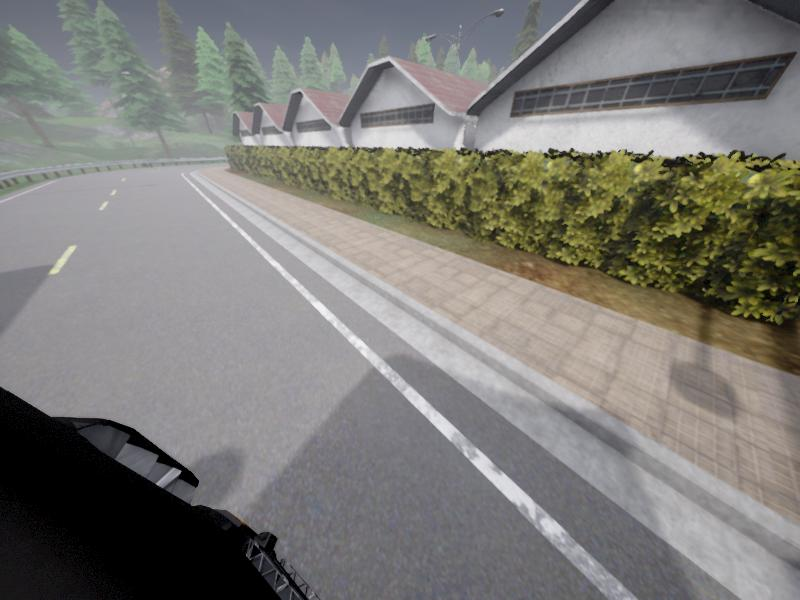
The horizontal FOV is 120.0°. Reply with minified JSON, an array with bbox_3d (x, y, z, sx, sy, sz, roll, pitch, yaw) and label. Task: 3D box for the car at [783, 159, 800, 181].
[{"bbox_3d":[31.049,-8.773,15.781,1.812,1.442,4.674,-5,35,-6],"label":"car"}]
